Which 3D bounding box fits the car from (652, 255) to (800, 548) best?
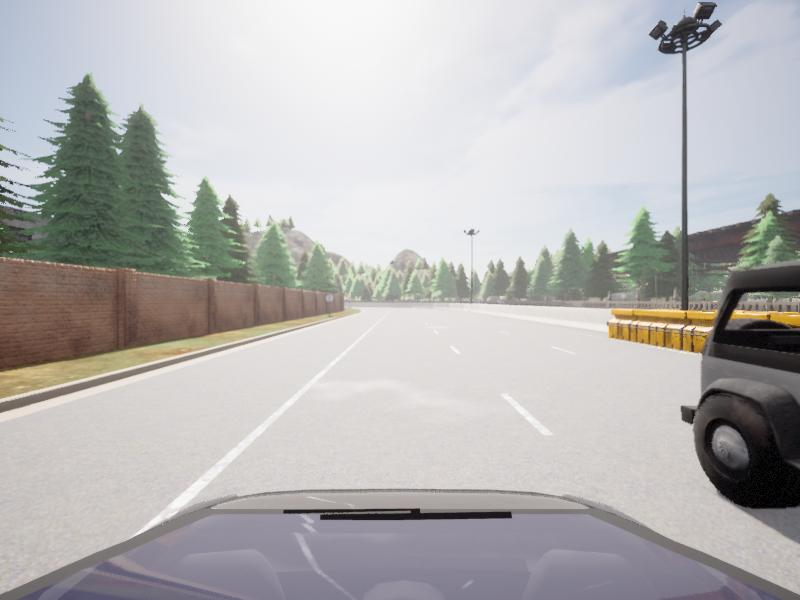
[{"bbox_3d":[3.507,0.652,2.122,1.905,1.878,3.866,0,0,0],"label":"car"}]
